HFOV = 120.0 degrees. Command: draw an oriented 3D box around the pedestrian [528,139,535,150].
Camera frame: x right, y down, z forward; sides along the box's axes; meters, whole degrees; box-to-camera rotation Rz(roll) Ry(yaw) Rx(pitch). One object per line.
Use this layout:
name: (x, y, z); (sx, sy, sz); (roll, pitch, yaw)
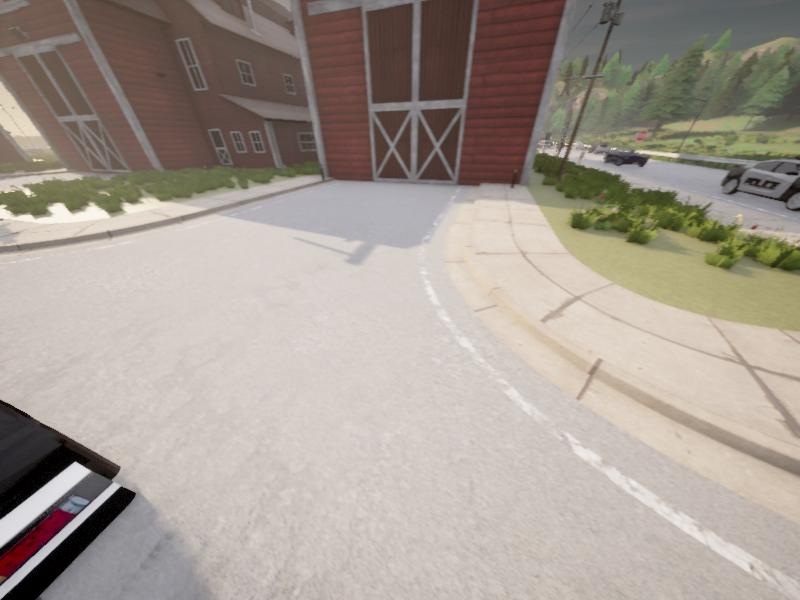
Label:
pedestrian: (26.658, -31.563, 46.860); (0.751, 1.860, 0.751); (10, 36, 14)

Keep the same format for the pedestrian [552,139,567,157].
pedestrian: (19.196, -18.323, 27.870); (0.751, 1.860, 0.751); (8, 36, 13)

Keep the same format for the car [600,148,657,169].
car: (20.437, -12.927, 20.963); (1.895, 1.301, 4.718); (10, 37, 15)

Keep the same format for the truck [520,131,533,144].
truck: (48.248, -62.197, 88.437); (2.891, 3.827, 8.468); (10, 37, 15)

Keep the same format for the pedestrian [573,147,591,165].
pedestrian: (16.254, -12.885, 20.664); (0.751, 1.300, 0.751); (11, 37, 16)

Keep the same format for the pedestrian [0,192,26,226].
pedestrian: (-12.870, -3.214, 6.860); (0.751, 1.860, 0.751); (-4, 35, -4)

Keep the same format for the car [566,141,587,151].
car: (33.597, -29.436, 44.117); (1.812, 1.442, 4.674); (10, 36, 15)

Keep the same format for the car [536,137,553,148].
car: (34.544, -37.687, 55.332); (2.150, 2.045, 5.566); (10, 37, 15)

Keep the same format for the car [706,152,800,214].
car: (15.557, -4.613, 8.908); (1.930, 1.638, 5.238); (10, 37, 15)

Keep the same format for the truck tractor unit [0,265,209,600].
truck tractor unit: (-5.281, -0.078, 0.472); (6.516, 4.208, 3.053); (10, 37, 15)

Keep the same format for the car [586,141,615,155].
car: (29.619, -22.603, 34.313); (1.851, 1.617, 3.988); (10, 37, 15)
